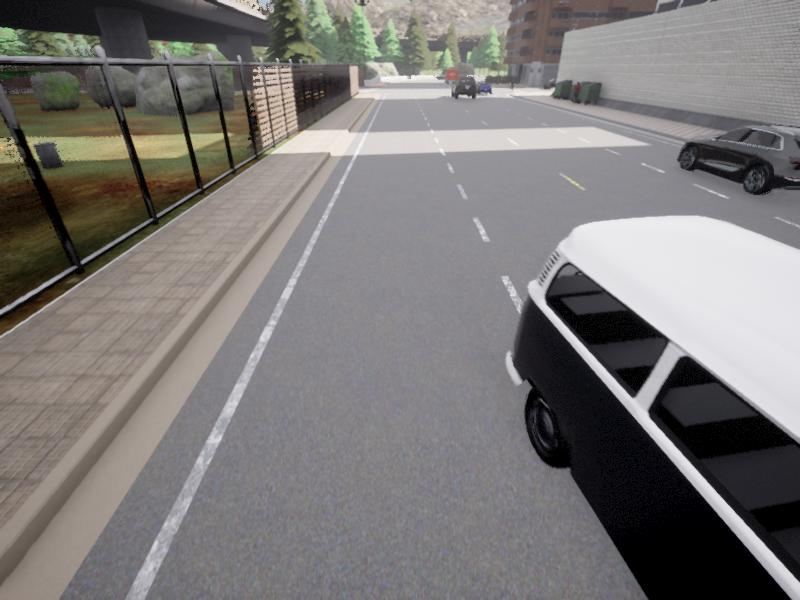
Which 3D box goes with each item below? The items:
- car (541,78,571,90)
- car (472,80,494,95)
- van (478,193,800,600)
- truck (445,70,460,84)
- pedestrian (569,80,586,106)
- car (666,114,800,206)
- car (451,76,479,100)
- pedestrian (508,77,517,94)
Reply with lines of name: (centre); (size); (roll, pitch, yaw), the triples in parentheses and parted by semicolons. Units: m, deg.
car: (23.849, -33.103, 61.250); (3.705, 1.549, 1.789); (0, 30, 0)
car: (10.460, -26.851, 50.519); (1.816, 1.474, 4.193); (0, 30, 0)
van: (2.255, 1.078, 2.151); (2.069, 2.038, 4.480); (-5, 30, -8)
truck: (10.582, -44.647, 80.009); (2.627, 2.467, 5.204); (4, 31, 7)
pedestrian: (14.841, -17.361, 33.547); (0.751, 1.860, 0.751); (0, 30, 1)
car: (10.495, -4.290, 11.746); (2.033, 1.649, 4.856); (0, 30, 0)
car: (6.968, -23.207, 43.723); (2.150, 2.045, 5.566); (0, 30, 0)
pedestrian: (14.535, -27.723, 51.699); (0.751, 1.860, 0.751); (9, 32, 16)
